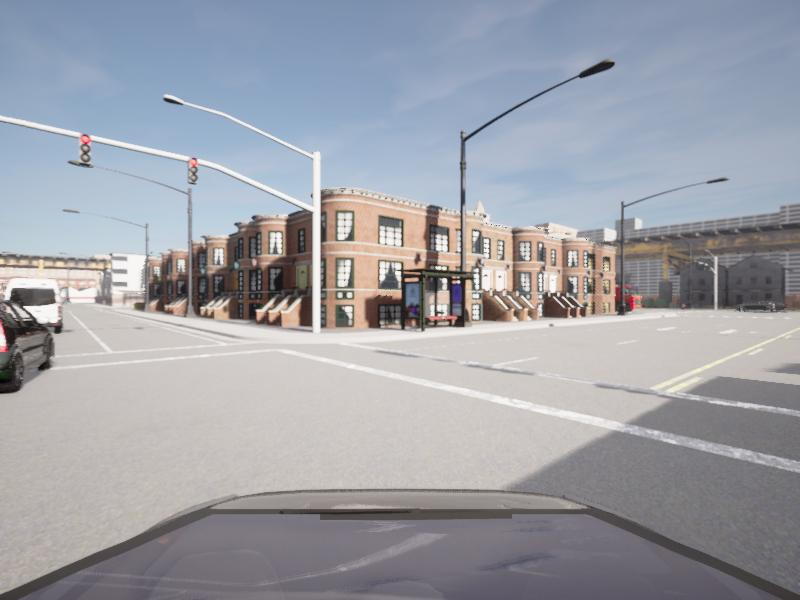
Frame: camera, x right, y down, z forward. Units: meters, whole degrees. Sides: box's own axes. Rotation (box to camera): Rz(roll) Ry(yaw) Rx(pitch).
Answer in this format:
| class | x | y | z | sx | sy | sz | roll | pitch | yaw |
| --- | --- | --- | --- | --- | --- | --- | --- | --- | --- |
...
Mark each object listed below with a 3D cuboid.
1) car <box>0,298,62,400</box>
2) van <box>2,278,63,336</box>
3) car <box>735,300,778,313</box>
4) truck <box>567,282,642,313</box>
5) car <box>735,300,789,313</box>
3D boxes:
| class | x | y | z | sx | sy | sz | roll | pitch | yaw |
| --- | --- | --- | --- | --- | --- | --- | --- | --- | --- |
| car | -8.051 | 0.779 | 7.663 | 1.851 | 1.617 | 3.988 | 0 | 0 | -32 |
| van | -18.408 | 0.300 | 20.287 | 1.988 | 2.561 | 5.915 | 0 | 0 | -40 |
| car | 43.966 | 0.793 | 49.399 | 1.789 | 1.549 | 3.705 | 0 | 0 | -40 |
| truck | 26.968 | -0.352 | 53.151 | 2.891 | 3.827 | 8.468 | 0 | 0 | -40 |
| car | 46.643 | 0.823 | 51.652 | 1.837 | 1.490 | 4.892 | 0 | 1 | -40 |
